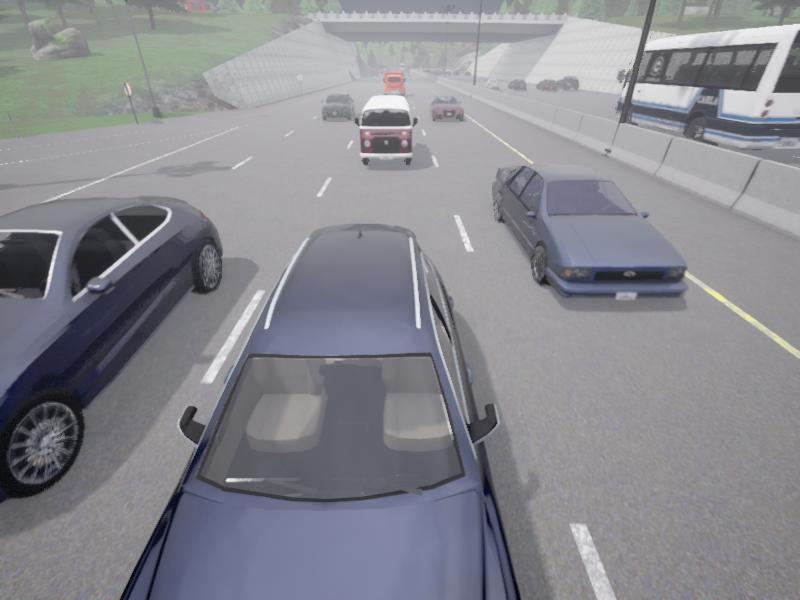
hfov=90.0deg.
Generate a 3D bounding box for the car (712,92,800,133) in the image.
[{"bbox_3d":[20.497,-10.559,22.391,2.242,1.667,4.611,0,30,0],"label":"car"}]

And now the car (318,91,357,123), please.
[{"bbox_3d":[-4.023,-12.862,26.514,1.837,1.490,4.892,0,30,0],"label":"car"}]

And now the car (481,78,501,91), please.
[{"bbox_3d":[13.298,-31.545,58.502,1.812,1.442,4.674,0,30,0],"label":"car"}]

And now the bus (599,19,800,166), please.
[{"bbox_3d":[13.401,-9.163,17.453,3.944,4.253,10.273,0,30,0],"label":"bus"}]

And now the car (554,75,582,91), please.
[{"bbox_3d":[23.810,-30.795,56.787,1.932,1.855,4.605,0,30,0],"label":"car"}]

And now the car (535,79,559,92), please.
[{"bbox_3d":[20.316,-29.774,55.441,1.816,1.474,4.193,0,30,0],"label":"car"}]

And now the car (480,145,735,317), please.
[{"bbox_3d":[3.080,-1.725,7.568,2.033,1.411,5.357,0,30,0],"label":"car"}]

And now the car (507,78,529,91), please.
[{"bbox_3d":[16.806,-30.813,57.219,1.816,1.474,4.193,0,30,0],"label":"car"}]

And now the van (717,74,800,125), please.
[{"bbox_3d":[23.982,-13.059,25.805,1.988,2.561,5.915,0,30,0],"label":"van"}]

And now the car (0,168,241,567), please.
[{"bbox_3d":[-3.902,-0.098,4.563,2.152,1.651,5.027,0,30,0],"label":"car"}]

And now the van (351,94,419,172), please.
[{"bbox_3d":[-0.459,-6.234,14.636,2.069,2.038,4.480,0,30,0],"label":"van"}]

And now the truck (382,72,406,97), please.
[{"bbox_3d":[-0.631,-24.817,46.013,2.627,2.467,5.204,0,29,0],"label":"truck"}]

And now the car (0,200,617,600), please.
[{"bbox_3d":[-0.387,0.701,3.204,2.033,1.649,4.856,0,30,-1],"label":"car"}]

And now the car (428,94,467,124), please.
[{"bbox_3d":[2.981,-12.434,25.903,1.994,1.385,4.181,0,30,0],"label":"car"}]
